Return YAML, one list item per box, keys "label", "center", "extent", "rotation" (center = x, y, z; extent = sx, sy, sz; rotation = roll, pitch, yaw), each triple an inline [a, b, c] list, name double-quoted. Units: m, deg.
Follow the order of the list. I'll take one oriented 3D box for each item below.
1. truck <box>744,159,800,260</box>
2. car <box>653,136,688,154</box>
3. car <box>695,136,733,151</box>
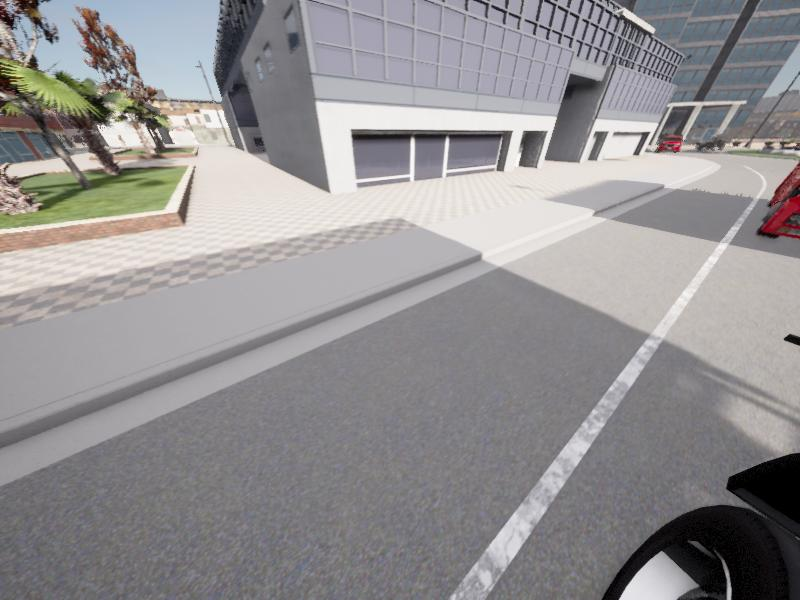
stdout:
- label: "truck"
  center: [12.495, -3.570, 5.475]
  extent: [8.468, 3.827, 2.891]
  rotation: [-23, 41, -28]
- label: "car"
  center: [38.766, -22.396, 33.266]
  extent: [2.150, 2.045, 5.566]
  rotation: [25, 42, 31]
- label: "car"
  center: [49.743, -24.792, 36.659]
  extent: [3.866, 1.878, 1.905]
  rotation: [-14, 37, -18]
